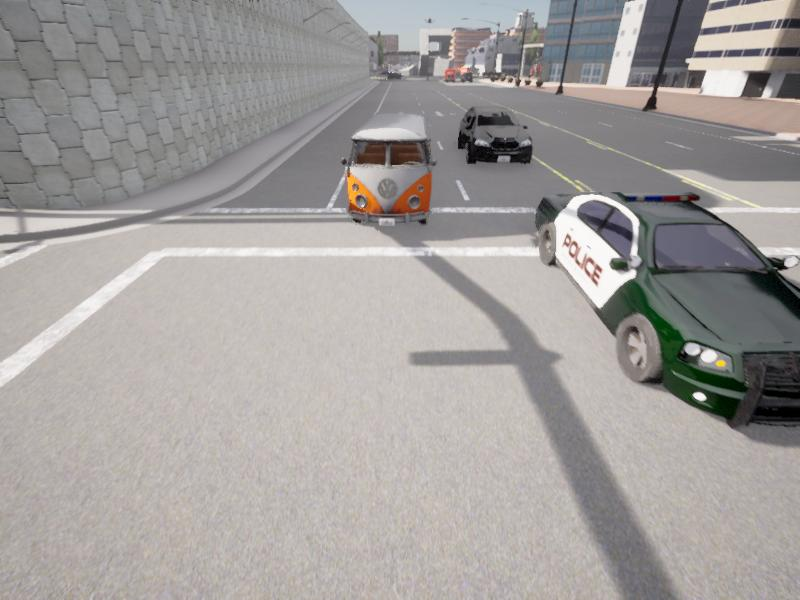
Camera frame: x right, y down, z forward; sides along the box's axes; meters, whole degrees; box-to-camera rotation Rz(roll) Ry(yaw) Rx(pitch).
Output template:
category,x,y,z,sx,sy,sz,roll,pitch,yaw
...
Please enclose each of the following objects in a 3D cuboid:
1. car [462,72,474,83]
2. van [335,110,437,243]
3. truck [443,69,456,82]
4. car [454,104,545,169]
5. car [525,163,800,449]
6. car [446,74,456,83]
category,x,y,z,sx,sy,sz,roll,pitch,yaw
car,14.049,-45.967,82.723,1.905,1.878,3.866,2,30,3
van,-0.128,-3.135,9.389,1.775,1.987,4.442,2,30,3
truck,11.216,-50.487,89.878,2.627,2.467,5.204,3,31,6
car,3.507,-6.343,15.188,2.242,1.667,4.611,0,30,0
car,3.504,-0.553,5.432,2.038,1.542,4.974,0,30,0
car,10.580,-46.185,83.428,1.851,1.617,3.988,2,30,3
